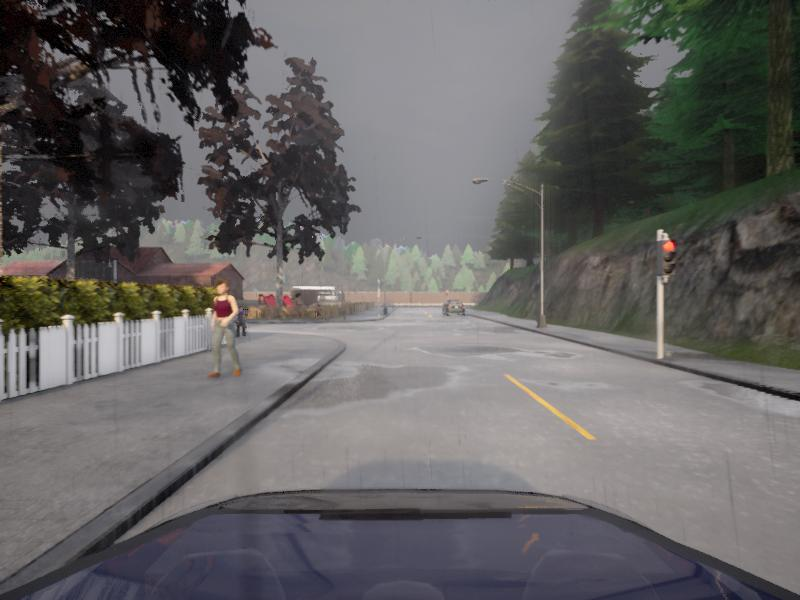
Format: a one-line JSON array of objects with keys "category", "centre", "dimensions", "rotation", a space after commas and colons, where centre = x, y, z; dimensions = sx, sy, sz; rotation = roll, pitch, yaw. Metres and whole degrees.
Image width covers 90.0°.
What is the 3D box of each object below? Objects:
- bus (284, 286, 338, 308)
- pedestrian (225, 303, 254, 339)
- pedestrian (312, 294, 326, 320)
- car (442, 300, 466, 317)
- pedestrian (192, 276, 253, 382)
[{"category": "bus", "centre": [-18.096, -0.627, 81.942], "dimensions": [10.273, 4.253, 3.944], "rotation": [0, 0, 1]}, {"category": "pedestrian", "centre": [-6.168, 0.788, 15.356], "dimensions": [0.751, 1.300, 0.751], "rotation": [0, 0, 34]}, {"category": "pedestrian", "centre": [-5.794, 0.503, 28.592], "dimensions": [0.751, 1.860, 0.751], "rotation": [0, 0, -41]}, {"category": "car", "centre": [5.172, 0.771, 38.919], "dimensions": [1.789, 1.549, 3.705], "rotation": [0, 0, -1]}, {"category": "pedestrian", "centre": [-3.279, 0.516, 7.444], "dimensions": [0.751, 1.860, 0.751], "rotation": [0, 0, 8]}]
